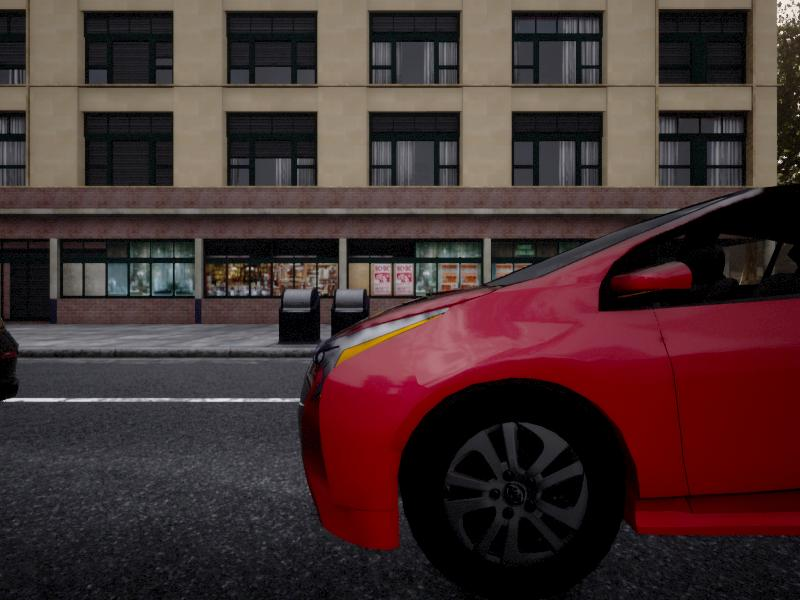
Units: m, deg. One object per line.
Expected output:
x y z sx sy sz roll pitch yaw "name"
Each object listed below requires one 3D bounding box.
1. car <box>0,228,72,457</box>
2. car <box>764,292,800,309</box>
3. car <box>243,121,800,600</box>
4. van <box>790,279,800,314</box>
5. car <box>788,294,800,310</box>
-4.859 0.270 2.172 4.674 1.442 1.812 0 0 0 "car"
42.436 0.046 43.539 3.866 1.878 1.905 0 0 -1 "car"
1.791 0.228 2.195 4.514 1.525 2.007 0 0 0 "car"
29.906 -0.281 26.648 1.988 2.561 5.915 0 -1 -1 "van"
42.402 0.201 40.110 5.366 1.575 1.801 0 0 -2 "car"
